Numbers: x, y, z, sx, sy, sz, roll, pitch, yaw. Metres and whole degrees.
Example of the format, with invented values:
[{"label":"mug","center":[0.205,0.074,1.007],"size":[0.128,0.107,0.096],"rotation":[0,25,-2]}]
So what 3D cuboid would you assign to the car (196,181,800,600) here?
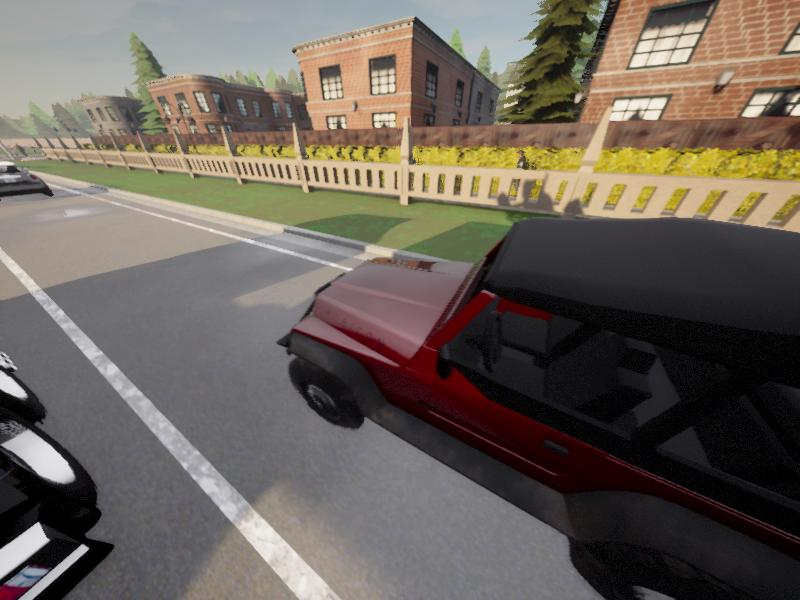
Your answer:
[{"label":"car","center":[0.887,0.330,1.879],"size":[3.866,1.878,1.905],"rotation":[18,38,24]}]

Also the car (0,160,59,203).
[{"label":"car","center":[-19.494,-5.927,11.394],"size":[3.806,1.475,1.970],"rotation":[17,38,24]}]

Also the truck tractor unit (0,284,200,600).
[{"label":"truck tractor unit","center":[-5.141,-0.270,0.730],"size":[6.516,4.208,3.053],"rotation":[17,38,22]}]

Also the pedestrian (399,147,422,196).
[{"label":"pedestrian","center":[0.456,-5.766,10.399],"size":[0.751,1.860,0.751],"rotation":[17,38,23]}]

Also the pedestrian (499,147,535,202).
[{"label":"pedestrian","center":[4.690,-5.049,9.338],"size":[0.751,1.860,0.751],"rotation":[18,39,24]}]
